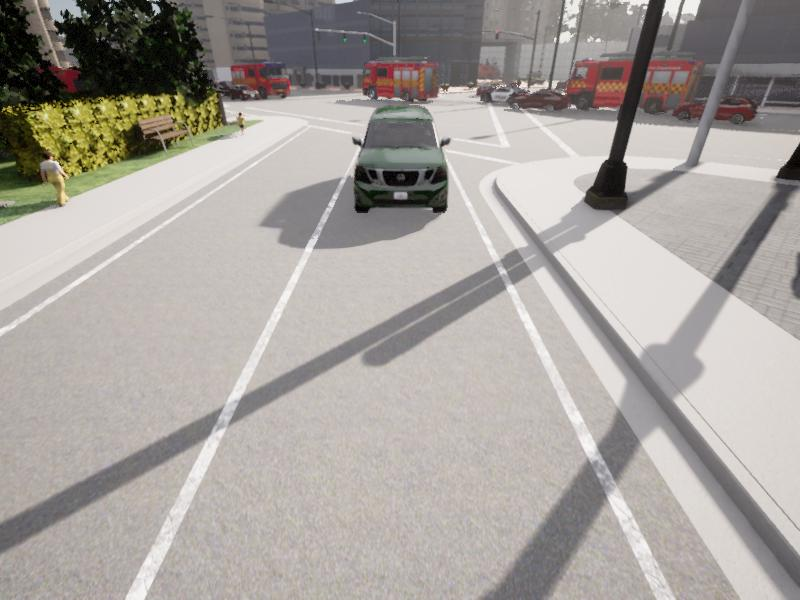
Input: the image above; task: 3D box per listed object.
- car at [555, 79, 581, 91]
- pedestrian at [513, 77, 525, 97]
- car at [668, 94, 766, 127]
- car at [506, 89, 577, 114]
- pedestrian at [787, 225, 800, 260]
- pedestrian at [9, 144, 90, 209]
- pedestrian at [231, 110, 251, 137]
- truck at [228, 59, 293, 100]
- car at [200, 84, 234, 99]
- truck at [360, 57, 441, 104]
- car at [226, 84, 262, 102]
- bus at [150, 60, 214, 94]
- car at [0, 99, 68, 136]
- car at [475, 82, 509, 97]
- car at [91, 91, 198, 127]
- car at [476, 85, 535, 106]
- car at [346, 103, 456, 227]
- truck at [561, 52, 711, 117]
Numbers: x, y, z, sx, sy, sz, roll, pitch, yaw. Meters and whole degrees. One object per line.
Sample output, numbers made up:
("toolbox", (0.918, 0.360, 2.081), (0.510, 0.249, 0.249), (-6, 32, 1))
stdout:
("car", (25.138, -32.192, 59.809), (4.193, 1.474, 1.816), (-26, 39, -37))
("pedestrian", (13.200, -23.717, 44.539), (0.751, 1.860, 0.751), (-23, 37, -34))
("car", (19.198, -11.646, 24.415), (1.816, 1.474, 4.193), (-27, 39, -38))
("car", (10.967, -15.566, 31.294), (4.674, 1.442, 1.812), (24, 38, 35))
("pedestrian", (7.063, -1.219, 6.591), (0.500, 1.100, 0.500), (12, 32, 19))
("pedestrian", (-8.117, -2.880, 9.346), (0.751, 1.300, 0.751), (-1, 30, -2))
("pedestrian", (-7.527, -8.370, 18.960), (0.500, 1.100, 0.500), (6, 31, 10))
("truck", (-16.144, -25.392, 46.043), (2.891, 3.827, 8.468), (-27, 39, -38))
("car", (-21.621, -24.611, 47.232), (1.994, 1.385, 4.181), (-26, 38, -37))
("truck", (-0.120, -22.373, 40.667), (2.891, 3.827, 8.468), (-27, 39, -37))
("car", (-16.724, -22.209, 42.853), (1.970, 1.475, 3.806), (-26, 39, -37))
("bus", (-33.203, -33.916, 60.893), (10.273, 4.253, 3.944), (23, 37, 35))
("car", (-20.842, -9.567, 20.975), (4.792, 1.488, 2.163), (-26, 39, -37))
("car", (11.024, -25.173, 47.867), (1.994, 1.385, 4.181), (25, 38, 36))
("car", (-15.879, -12.066, 25.124), (5.027, 1.651, 2.152), (-26, 39, -37))
("car", (9.779, -19.149, 37.370), (2.038, 1.542, 4.974), (-22, 37, -33))
("car", (0.038, -3.904, 10.705), (2.150, 2.045, 5.566), (0, 30, 0))
("truck", (17.155, -16.176, 29.922), (2.891, 3.827, 8.468), (-27, 39, -38))
